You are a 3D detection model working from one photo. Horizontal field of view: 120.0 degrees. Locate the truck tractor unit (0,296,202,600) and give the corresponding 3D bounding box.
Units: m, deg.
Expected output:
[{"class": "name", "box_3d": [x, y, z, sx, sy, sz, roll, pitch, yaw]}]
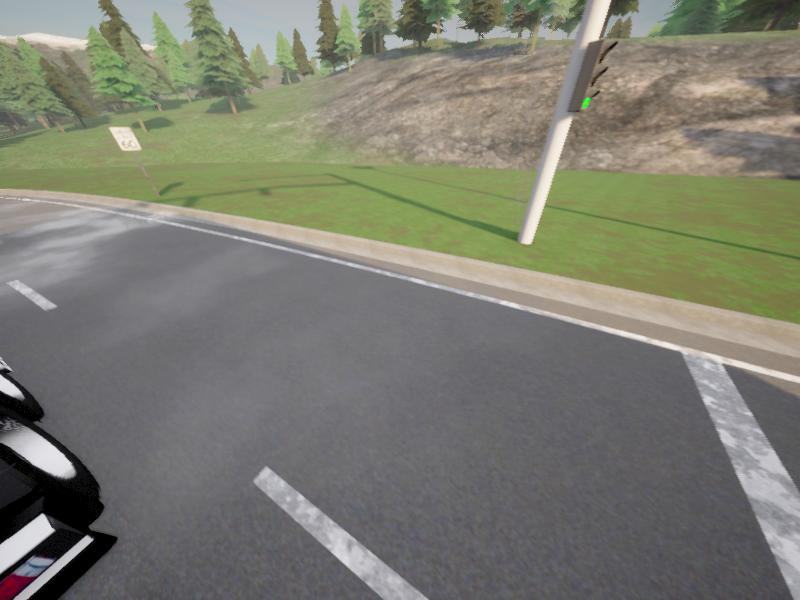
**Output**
[{"class": "truck tractor unit", "box_3d": [-5.166, -0.241, 0.701, 6.516, 4.208, 3.053, 16, 38, 22]}]
